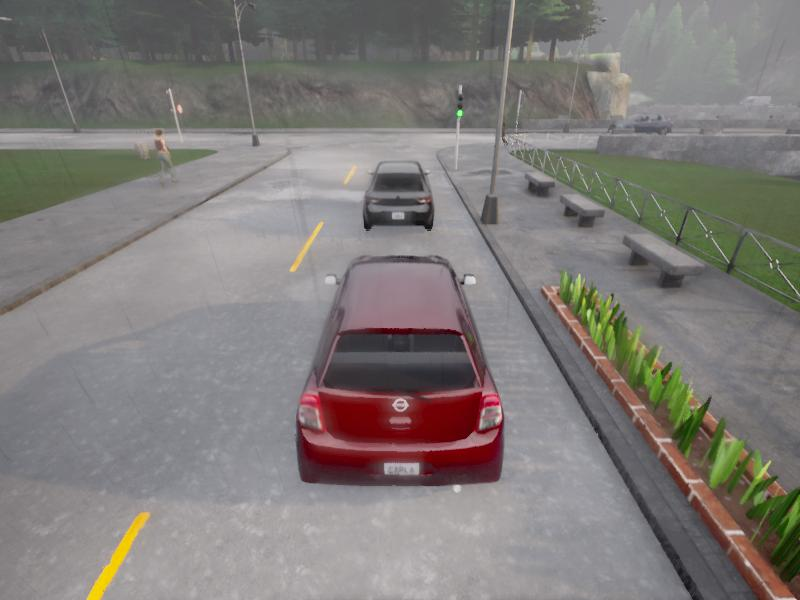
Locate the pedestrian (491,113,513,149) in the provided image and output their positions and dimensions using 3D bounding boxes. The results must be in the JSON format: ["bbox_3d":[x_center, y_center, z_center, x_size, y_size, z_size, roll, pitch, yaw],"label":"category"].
[{"bbox_3d":[6.018,-10.025,23.740,0.751,1.860,0.751,-13,30,-24],"label":"pedestrian"}]

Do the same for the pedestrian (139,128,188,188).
[{"bbox_3d":[-8.167,-4.932,13.867,0.751,1.860,0.751,4,28,8],"label":"pedestrian"}]

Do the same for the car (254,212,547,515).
[{"bbox_3d":[0.002,0.227,4.482,1.845,1.501,3.633,0,27,0],"label":"car"}]

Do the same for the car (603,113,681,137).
[{"bbox_3d":[19.432,-14.199,32.356,4.611,1.667,2.242,0,27,0],"label":"car"}]

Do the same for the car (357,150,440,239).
[{"bbox_3d":[-0.028,-3.062,10.933,1.816,1.474,4.193,0,27,0],"label":"car"}]
